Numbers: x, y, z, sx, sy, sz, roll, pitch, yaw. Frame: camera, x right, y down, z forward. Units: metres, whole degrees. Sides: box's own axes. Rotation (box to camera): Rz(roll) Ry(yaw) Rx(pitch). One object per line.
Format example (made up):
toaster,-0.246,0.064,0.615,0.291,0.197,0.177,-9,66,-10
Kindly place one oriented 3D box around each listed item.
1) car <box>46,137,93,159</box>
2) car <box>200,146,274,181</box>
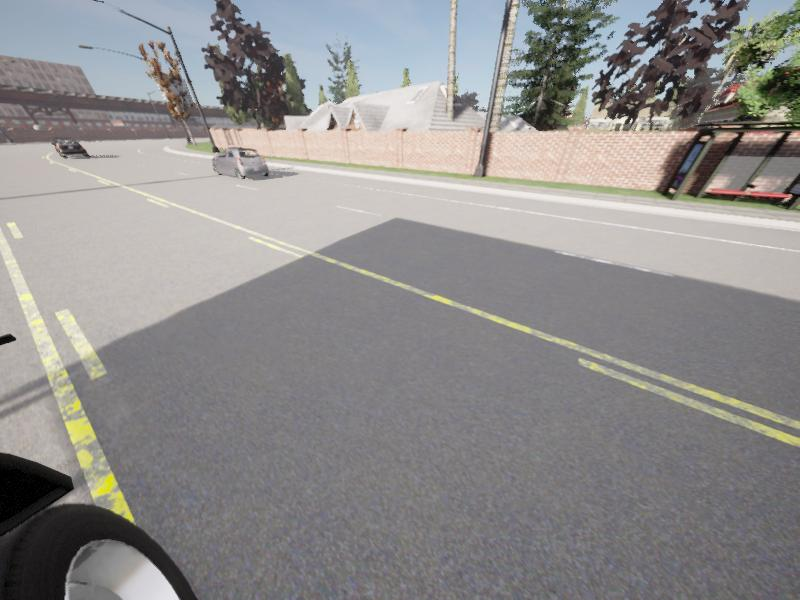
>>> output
car,-31.154,-14.355,21.753,3.705,1.549,1.789,25,43,29
car,-9.680,-8.216,13.781,3.633,1.501,1.845,21,40,26
